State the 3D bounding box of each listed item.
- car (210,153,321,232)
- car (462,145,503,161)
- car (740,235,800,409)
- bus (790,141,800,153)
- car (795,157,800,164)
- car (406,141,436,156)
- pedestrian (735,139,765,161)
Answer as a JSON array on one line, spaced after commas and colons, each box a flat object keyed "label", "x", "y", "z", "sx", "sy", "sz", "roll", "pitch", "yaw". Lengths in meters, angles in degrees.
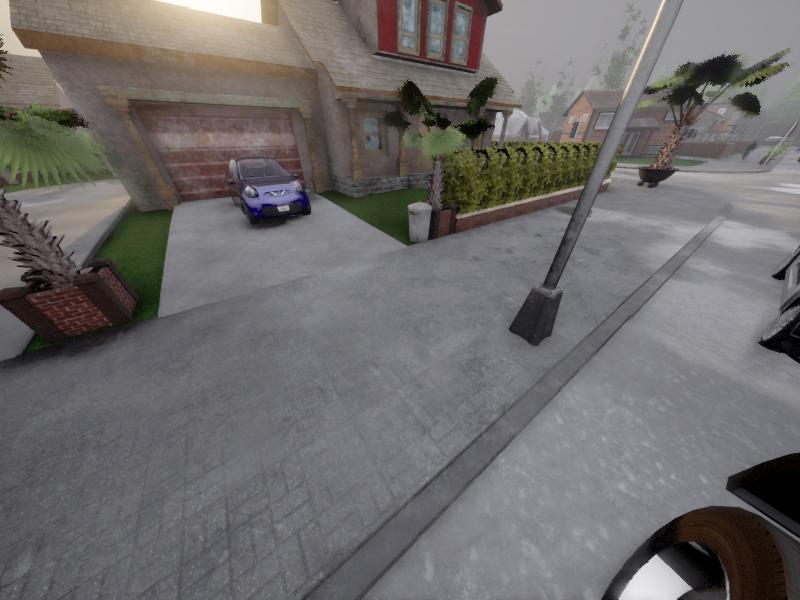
[{"label": "car", "x": -4.138, "y": -3.475, "z": 7.008, "sx": 1.845, "sy": 1.501, "sz": 3.633, "roll": -24, "pitch": 42, "yaw": -30}, {"label": "car", "x": 9.796, "y": -17.693, "z": 27.773, "sx": 1.994, "sy": 1.385, "sz": 4.181, "roll": -22, "pitch": 41, "yaw": -28}, {"label": "car", "x": 6.546, "y": -0.167, "z": 2.711, "sx": 5.238, "sy": 1.638, "sz": 1.930, "roll": -22, "pitch": 41, "yaw": -28}, {"label": "bus", "x": 68.610, "y": -26.401, "z": 37.261, "sx": 10.273, "sy": 4.253, "sz": 3.944, "roll": -22, "pitch": 41, "yaw": -28}, {"label": "car", "x": 41.740, "y": -14.481, "z": 22.799, "sx": 5.027, "sy": 1.651, "sz": 2.152, "roll": -22, "pitch": 41, "yaw": -28}, {"label": "car", "x": 3.116, "y": -23.348, "z": 35.468, "sx": 2.097, "sy": 1.767, "sz": 4.553, "roll": -22, "pitch": 41, "yaw": -28}, {"label": "pedestrian", "x": 35.224, "y": -15.079, "z": 23.260, "sx": 0.751, "sy": 1.860, "sz": 0.751, "roll": -16, "pitch": 38, "yaw": -21}]
